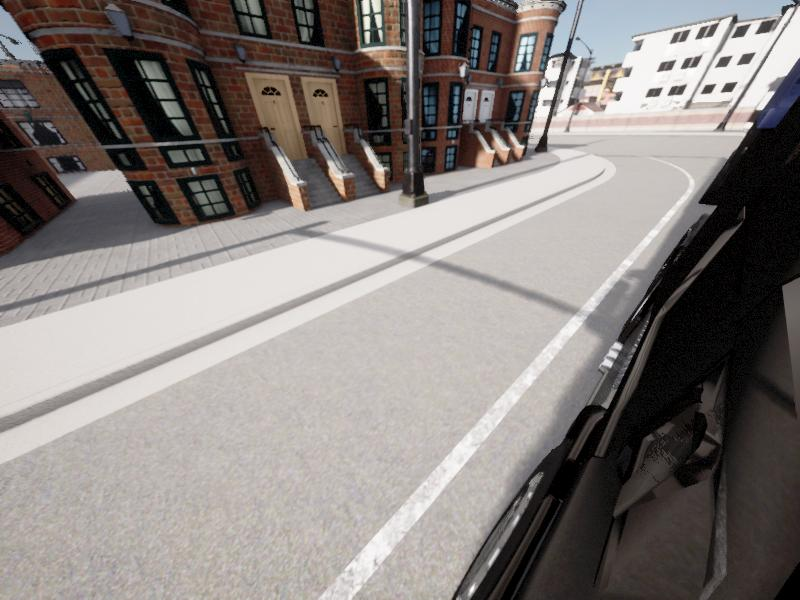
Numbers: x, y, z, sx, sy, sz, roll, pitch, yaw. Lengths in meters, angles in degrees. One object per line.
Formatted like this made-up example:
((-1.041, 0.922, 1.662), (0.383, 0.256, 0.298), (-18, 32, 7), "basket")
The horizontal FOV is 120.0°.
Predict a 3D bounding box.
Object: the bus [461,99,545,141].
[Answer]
((14.434, -26.055, 33.908), (3.944, 4.253, 10.273), (-26, 42, -27), "bus")

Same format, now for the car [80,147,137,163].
((-39.921, -20.052, 31.854), (4.674, 1.442, 1.812), (-28, 44, -30), "car")

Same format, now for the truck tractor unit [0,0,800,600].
((2.645, -0.295, 0.352), (6.516, 4.208, 3.053), (-28, 44, -30), "truck tractor unit")

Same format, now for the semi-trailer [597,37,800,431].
((8.714, -3.602, 4.201), (14.254, 4.402, 2.717), (-28, 44, -29), "semi-trailer")
